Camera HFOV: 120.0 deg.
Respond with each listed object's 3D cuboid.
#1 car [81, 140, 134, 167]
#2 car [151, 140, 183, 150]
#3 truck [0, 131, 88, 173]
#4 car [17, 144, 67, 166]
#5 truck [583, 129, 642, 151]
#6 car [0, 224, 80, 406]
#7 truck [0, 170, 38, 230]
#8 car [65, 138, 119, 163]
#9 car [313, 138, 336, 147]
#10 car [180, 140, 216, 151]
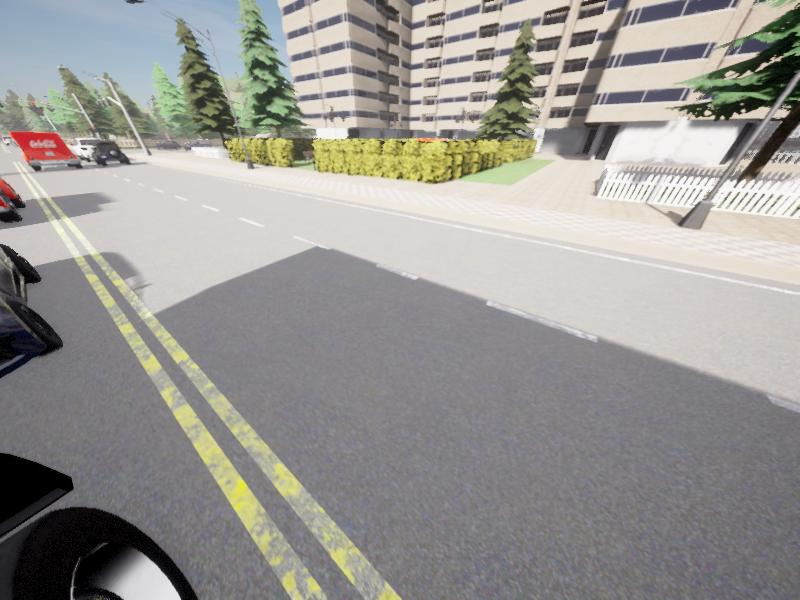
[{"bbox_3d":[-26.893,-13.532,21.252,3.866,1.878,1.905,22,41,28],"label":"car"},{"bbox_3d":[-44.432,-29.542,44.107,1.845,1.501,3.633,22,41,28],"label":"car"},{"bbox_3d":[-28.143,-11.818,18.308,5.204,2.467,2.627,22,41,28],"label":"truck"},{"bbox_3d":[-33.476,-13.607,21.620,3.633,1.501,1.845,22,41,28],"label":"car"},{"bbox_3d":[46.091,-34.979,50.491,8.468,3.827,2.891,22,41,28],"label":"truck"},{"bbox_3d":[-6.272,-0.092,2.547,4.611,1.667,2.242,22,41,28],"label":"car"},{"bbox_3d":[-13.970,-3.557,6.725,5.204,2.467,2.627,21,40,28],"label":"truck"},{"bbox_3d":[-32.688,-15.958,24.514,5.566,2.045,2.150,22,41,28],"label":"car"},{"bbox_3d":[-20.194,-42.493,62.270,2.150,2.045,5.566,22,41,28],"label":"car"},{"bbox_3d":[-39.342,-30.174,45.073,2.242,1.667,4.611,22,41,28],"label":"car"}]
